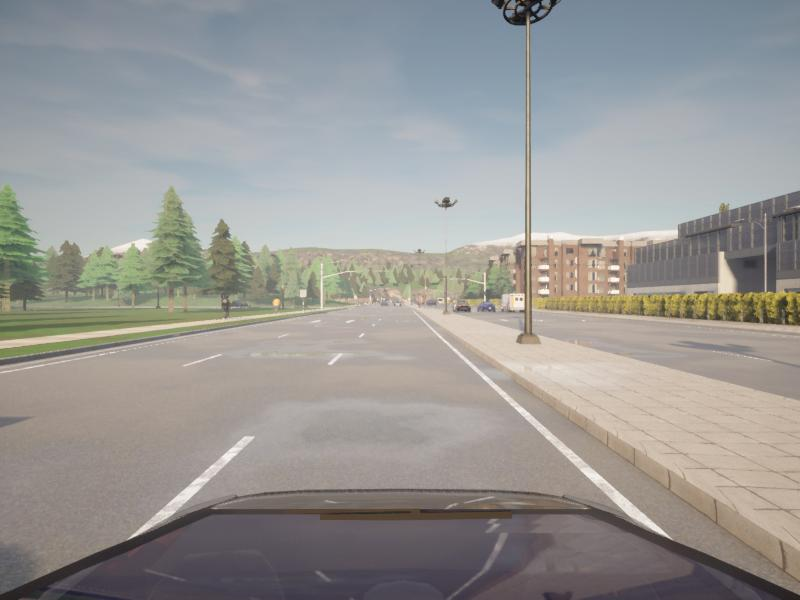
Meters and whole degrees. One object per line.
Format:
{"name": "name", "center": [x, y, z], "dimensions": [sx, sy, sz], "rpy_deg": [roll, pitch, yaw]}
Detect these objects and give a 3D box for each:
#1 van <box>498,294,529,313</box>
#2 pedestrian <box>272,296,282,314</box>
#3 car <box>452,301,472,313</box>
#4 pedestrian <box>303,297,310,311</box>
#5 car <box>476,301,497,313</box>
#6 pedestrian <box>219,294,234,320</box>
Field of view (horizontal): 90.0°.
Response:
{"name": "van", "center": [15.255, 0.426, 54.148], "dimensions": [2.351, 2.431, 6.366], "rpy_deg": [0, 0, 0]}
{"name": "pedestrian", "center": [-12.471, 0.521, 40.464], "dimensions": [0.751, 1.860, 0.751], "rpy_deg": [0, 0, 2]}
{"name": "car", "center": [8.250, 0.874, 53.841], "dimensions": [2.038, 1.542, 4.974], "rpy_deg": [0, 0, 1]}
{"name": "pedestrian", "center": [-12.276, 0.531, 52.436], "dimensions": [0.751, 1.860, 0.751], "rpy_deg": [0, 0, 2]}
{"name": "car", "center": [11.755, 0.918, 54.568], "dimensions": [1.812, 1.442, 4.674], "rpy_deg": [0, 0, 0]}
{"name": "pedestrian", "center": [-12.708, 0.511, 29.247], "dimensions": [0.751, 1.860, 0.751], "rpy_deg": [0, 0, 1]}
